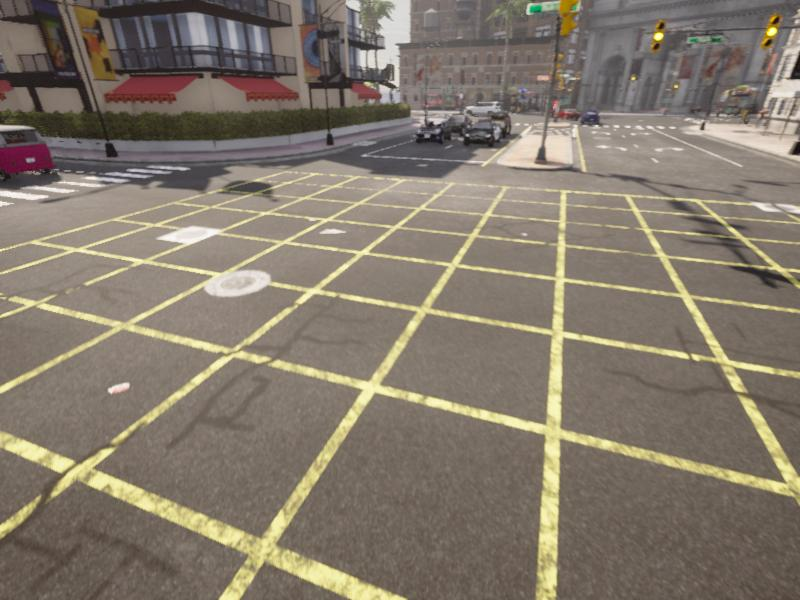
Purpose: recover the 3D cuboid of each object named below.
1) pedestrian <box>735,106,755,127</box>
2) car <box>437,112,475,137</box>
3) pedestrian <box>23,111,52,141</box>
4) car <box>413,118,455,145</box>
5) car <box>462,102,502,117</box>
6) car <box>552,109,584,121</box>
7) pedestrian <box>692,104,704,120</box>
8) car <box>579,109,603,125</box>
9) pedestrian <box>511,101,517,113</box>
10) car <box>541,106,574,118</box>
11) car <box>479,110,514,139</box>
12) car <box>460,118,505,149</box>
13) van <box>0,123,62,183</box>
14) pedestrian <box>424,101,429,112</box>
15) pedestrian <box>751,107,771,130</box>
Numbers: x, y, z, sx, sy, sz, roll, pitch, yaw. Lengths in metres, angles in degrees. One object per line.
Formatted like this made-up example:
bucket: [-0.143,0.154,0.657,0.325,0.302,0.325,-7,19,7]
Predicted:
pedestrian: [34.068,-18.166,39.529,0.751,1.860,0.751,7,28,14]
car: [4.836,-15.025,34.122,1.930,1.638,5.238,10,29,18]
pedestrian: [-25.737,-12.375,28.422,0.751,1.860,0.751,10,29,18]
car: [2.484,-12.091,28.589,1.970,1.475,3.806,10,29,18]
car: [12.727,-29.549,61.978,5.566,2.045,2.150,13,30,23]
car: [22.456,-24.897,53.692,1.895,1.301,4.718,-3,27,-5]
pedestrian: [38.909,-24.542,52.278,0.751,1.860,0.751,14,30,25]
car: [21.861,-21.051,46.034,1.812,1.442,4.674,8,28,15]
pedestrian: [20.247,-34.296,71.017,0.751,1.860,0.751,11,29,20]
car: [23.113,-27.577,58.708,4.193,1.474,1.816,10,29,19]
car: [7.895,-14.309,32.455,1.932,1.855,4.605,10,29,18]
car: [5.692,-11.481,27.331,2.038,1.542,4.974,10,29,18]
van: [-16.762,-6.150,16.508,4.442,1.987,1.775,10,29,18]
pedestrian: [4.877,-35.625,73.656,0.751,1.860,0.751,18,32,31]
pedestrian: [32.802,-16.545,36.372,0.751,1.860,0.751,16,31,28]
